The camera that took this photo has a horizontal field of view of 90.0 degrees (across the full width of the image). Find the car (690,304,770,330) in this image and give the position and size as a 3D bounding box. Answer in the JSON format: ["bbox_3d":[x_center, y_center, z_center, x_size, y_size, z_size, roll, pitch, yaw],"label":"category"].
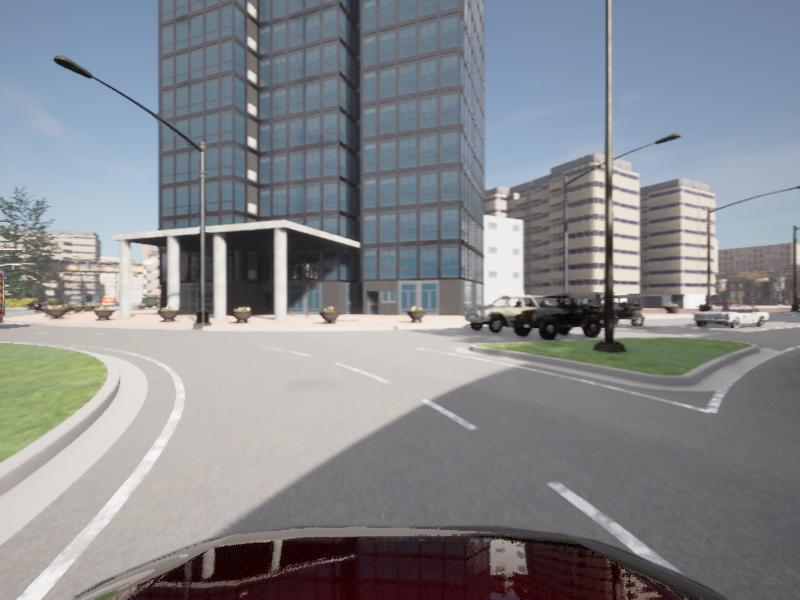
[{"bbox_3d":[18.783,0.909,22.735,4.718,1.301,1.895,0,0,-28],"label":"car"}]

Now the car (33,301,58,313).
[{"bbox_3d":[-48.006,0.917,54.300,1.845,1.501,3.633,0,0,-30],"label":"car"}]

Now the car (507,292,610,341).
[{"bbox_3d":[6.801,0.634,17.161,3.866,1.878,1.905,0,0,-22],"label":"car"}]

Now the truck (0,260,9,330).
[{"bbox_3d":[-25.893,-0.272,20.305,8.468,3.827,2.891,0,0,-10],"label":"truck"}]

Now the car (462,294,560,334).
[{"bbox_3d":[5.662,0.642,20.441,4.605,1.855,1.932,0,0,-22],"label":"car"}]

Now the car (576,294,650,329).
[{"bbox_3d":[12.532,0.622,23.502,3.866,1.878,1.905,0,0,-26],"label":"car"}]
